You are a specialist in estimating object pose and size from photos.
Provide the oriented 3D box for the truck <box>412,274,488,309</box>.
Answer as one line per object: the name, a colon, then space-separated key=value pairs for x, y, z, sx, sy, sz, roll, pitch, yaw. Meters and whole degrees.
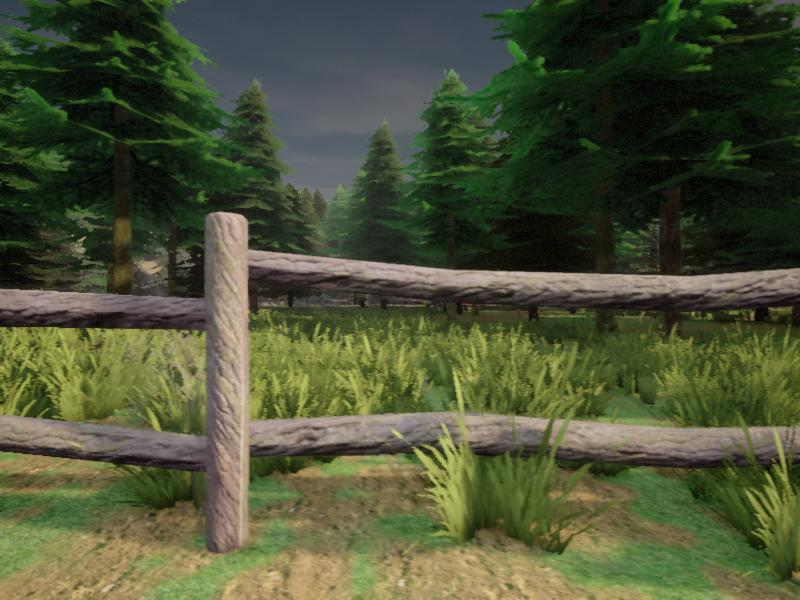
truck: x=5.831 y=-0.901 z=46.420 sx=8.468 sy=3.827 sz=2.891 roll=0 pitch=0 yaw=-23
